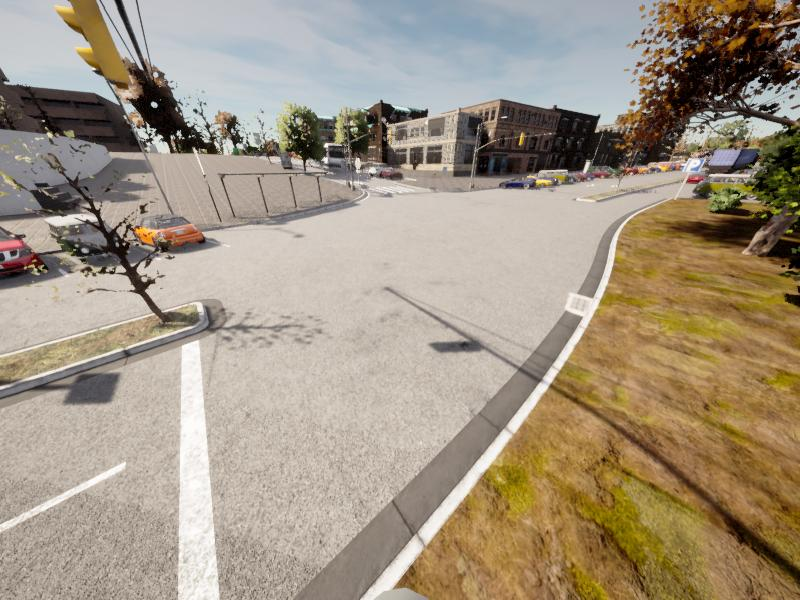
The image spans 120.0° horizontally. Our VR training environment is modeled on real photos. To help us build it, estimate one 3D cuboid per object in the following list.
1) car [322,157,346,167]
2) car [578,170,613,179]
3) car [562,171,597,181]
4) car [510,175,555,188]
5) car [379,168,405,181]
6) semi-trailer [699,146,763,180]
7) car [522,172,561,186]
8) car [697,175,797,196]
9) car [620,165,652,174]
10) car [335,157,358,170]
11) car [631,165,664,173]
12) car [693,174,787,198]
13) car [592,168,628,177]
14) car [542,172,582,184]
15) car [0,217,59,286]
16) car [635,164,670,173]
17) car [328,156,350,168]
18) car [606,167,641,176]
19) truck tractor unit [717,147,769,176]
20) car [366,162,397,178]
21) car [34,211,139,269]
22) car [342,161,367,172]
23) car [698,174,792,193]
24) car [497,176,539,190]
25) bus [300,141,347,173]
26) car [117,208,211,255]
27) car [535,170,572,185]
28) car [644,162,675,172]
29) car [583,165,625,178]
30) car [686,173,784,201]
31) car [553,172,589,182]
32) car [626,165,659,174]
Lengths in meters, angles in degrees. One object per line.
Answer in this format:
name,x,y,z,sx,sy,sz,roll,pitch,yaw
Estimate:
car,-14.577,-30.665,51.280,1.946,1.575,5.366,21,37,23
car,36.781,-23.674,43.552,4.674,1.452,2.002,20,37,33
car,31.680,-21.906,40.851,4.674,1.452,2.002,19,36,32
car,19.246,-17.332,33.735,5.366,1.575,1.946,18,36,31
car,-1.231,-20.775,38.067,2.002,1.452,4.674,21,37,23
semi-trailer,56.266,-23.337,39.149,14.254,4.402,2.717,-18,34,-25
car,21.562,-18.424,35.211,4.553,1.767,2.185,19,36,31
car,35.730,-12.037,24.127,5.366,1.575,1.946,21,37,31
car,52.328,-28.939,51.258,4.553,1.767,2.185,21,38,34
car,-10.866,-27.919,47.185,1.878,1.987,4.442,21,37,23
car,57.558,-30.497,53.847,5.008,1.535,2.097,22,37,35
car,33.092,-11.306,22.797,4.553,1.767,2.185,20,37,31
car,41.921,-25.455,46.197,5.008,1.535,2.097,20,37,33
car,26.611,-20.140,38.075,4.892,1.521,2.231,19,36,32
car,-18.453,-2.226,10.271,5.566,2.045,2.435,15,34,27
car,60.044,-31.365,55.174,5.366,1.575,1.946,22,38,35
car,-12.791,-29.317,49.059,1.878,1.987,4.442,21,37,23
car,47.102,-27.159,48.787,5.008,1.535,2.097,21,38,34
truck tractor unit,63.085,-25.468,42.552,6.516,4.208,3.053,-18,34,-24
car,-3.124,-22.424,39.795,2.435,2.045,5.566,21,37,23
car,-16.054,-3.211,11.856,4.442,1.987,1.878,15,34,27
car,-8.914,-26.385,45.522,2.231,1.521,4.892,21,37,23
car,37.900,-13.039,25.682,5.366,1.575,1.946,21,38,31
car,16.543,-16.502,32.563,4.792,1.488,2.163,18,36,31
bus,-14.305,-26.750,43.054,3.944,4.253,10.273,-23,42,-34
car,-13.789,-4.164,13.541,4.553,1.767,2.185,15,35,27
car,24.186,-19.390,36.497,4.442,1.987,1.878,19,36,31
car,62.903,-32.281,56.119,4.442,1.987,1.878,22,38,35
car,39.365,-24.796,44.732,5.566,2.045,2.435,20,37,33
car,30.571,-10.506,21.390,4.442,1.987,1.878,20,38,31
car,29.144,-21.005,39.471,4.674,1.452,2.002,19,37,32
car,54.944,-29.664,52.587,4.892,1.521,2.231,22,38,35
